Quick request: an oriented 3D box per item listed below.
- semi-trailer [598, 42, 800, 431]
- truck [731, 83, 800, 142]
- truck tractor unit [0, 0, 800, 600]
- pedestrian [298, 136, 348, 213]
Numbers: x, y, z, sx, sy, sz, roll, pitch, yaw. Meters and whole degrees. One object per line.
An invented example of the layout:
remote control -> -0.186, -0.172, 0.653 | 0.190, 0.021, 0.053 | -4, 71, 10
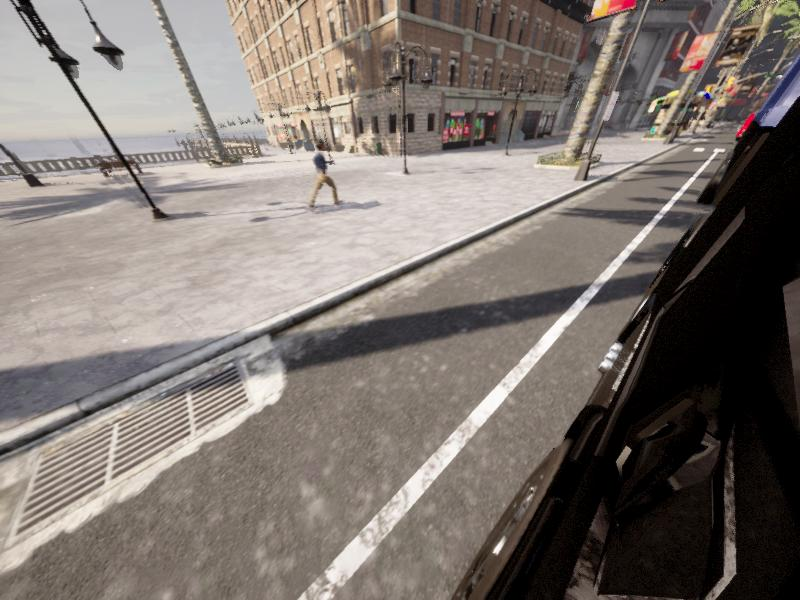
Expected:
semi-trailer -> 8.693, -3.600, 4.244 | 14.254, 4.402, 2.717 | -28, 44, -30
truck -> 34.755, -17.272, 21.435 | 8.468, 3.827, 2.891 | -28, 44, -30
truck tractor unit -> 2.645, -0.295, 0.351 | 6.516, 4.208, 3.053 | -28, 44, -30
pedestrian -> -2.220, -3.683, 6.832 | 0.751, 1.860, 0.751 | -31, 45, -33
